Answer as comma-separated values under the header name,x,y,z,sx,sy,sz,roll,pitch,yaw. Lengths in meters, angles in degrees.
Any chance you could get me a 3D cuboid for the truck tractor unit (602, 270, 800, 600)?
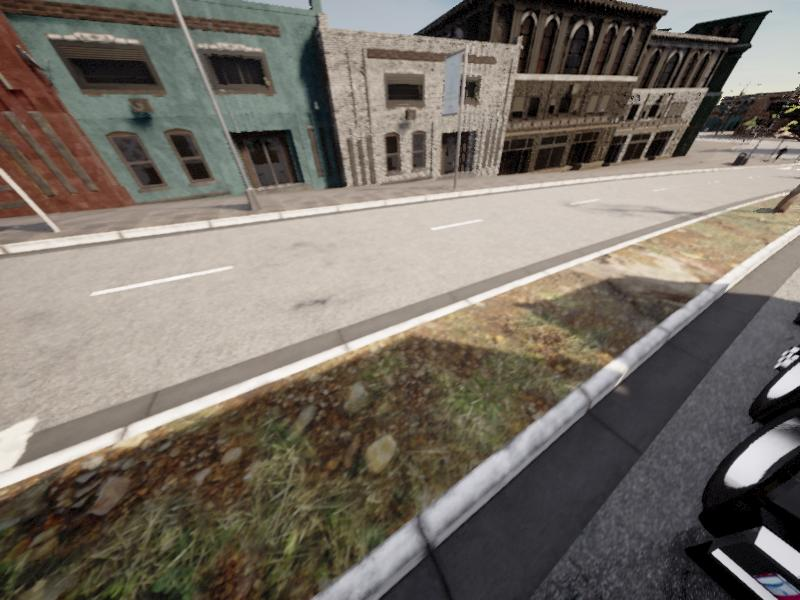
name,x,y,z,sx,sy,sz,roll,pitch,yaw
truck tractor unit,5.123,-0.287,0.777,6.516,4.208,3.053,-18,38,-24
